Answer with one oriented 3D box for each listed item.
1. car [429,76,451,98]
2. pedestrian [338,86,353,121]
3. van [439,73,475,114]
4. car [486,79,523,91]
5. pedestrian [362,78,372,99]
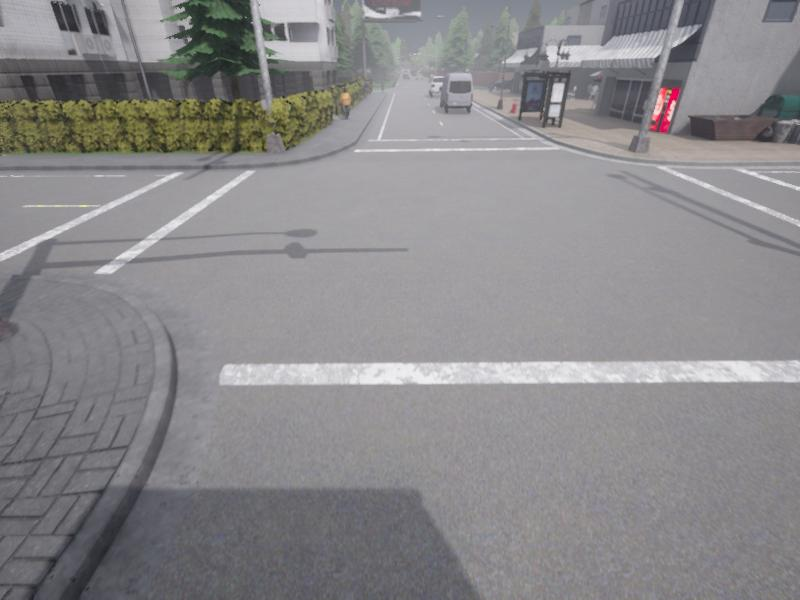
[{"bbox_3d":[4.534,-24.760,46.356,2.150,2.045,5.566,0,30,2],"label":"car"},{"bbox_3d":[-3.338,-12.051,24.533,0.751,1.860,0.751,-6,31,-9],"label":"pedestrian"},{"bbox_3d":[4.357,-16.299,31.375,1.988,2.561,5.915,0,30,1],"label":"van"},{"bbox_3d":[15.676,-32.425,60.194,4.892,1.490,1.837,0,30,1],"label":"car"},{"bbox_3d":[-3.347,-21.488,40.701,0.751,1.860,0.751,3,31,7],"label":"pedestrian"}]
